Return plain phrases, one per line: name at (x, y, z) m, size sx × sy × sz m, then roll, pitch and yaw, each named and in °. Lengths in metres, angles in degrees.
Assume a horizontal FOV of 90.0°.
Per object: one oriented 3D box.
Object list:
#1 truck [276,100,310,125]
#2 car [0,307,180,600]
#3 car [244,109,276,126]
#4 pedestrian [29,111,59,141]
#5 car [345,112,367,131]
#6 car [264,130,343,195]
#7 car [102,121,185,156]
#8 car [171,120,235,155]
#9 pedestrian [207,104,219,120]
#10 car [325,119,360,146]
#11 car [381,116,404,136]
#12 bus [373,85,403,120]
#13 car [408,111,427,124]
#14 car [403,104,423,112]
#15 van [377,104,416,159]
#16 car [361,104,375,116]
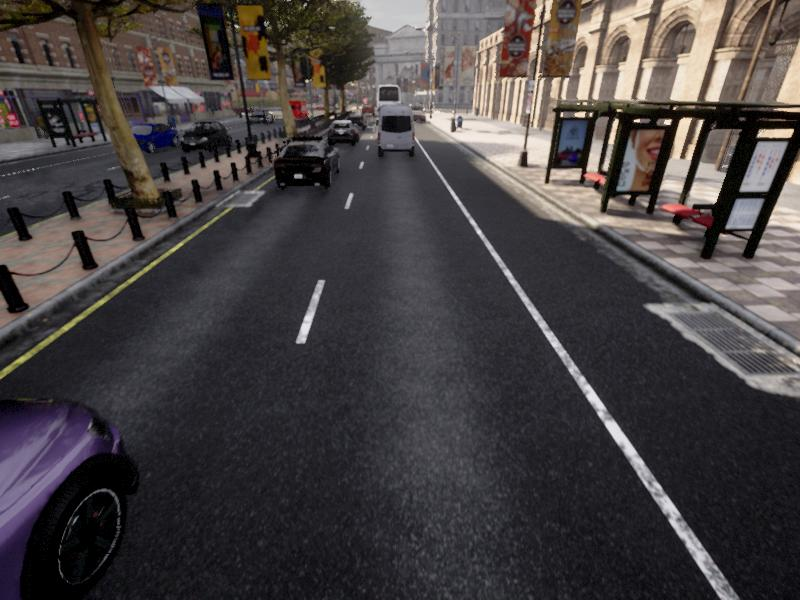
truck at (-12.637, -22.426, 47.741) m, size 2.627 × 2.467 × 5.204 m, roll -1°, pitch 27°, yaw -1°
car at (-2.981, 1.908, 1.141) m, size 2.033 × 1.649 × 4.856 m, roll -1°, pitch 27°, yaw -2°
car at (-16.079, -21.102, 46.179) m, size 2.038 × 1.542 × 4.974 m, roll -1°, pitch 27°, yaw -2°
pedestrian at (-24.880, -12.154, 27.964) m, size 0.751 × 1.860 × 0.751 m, roll -1°, pitch 27°, yaw -2°
car at (-4.362, -18.057, 40.270) m, size 1.837 × 1.490 × 4.892 m, roll -1°, pitch 27°, yaw -2°
car at (-3.499, -5.529, 15.647) m, size 1.930 × 1.638 × 5.238 m, roll -1°, pitch 27°, yaw -2°
car at (-15.302, -9.900, 24.300) m, size 1.882 × 1.535 × 5.008 m, roll -1°, pitch 27°, yaw -2°
car at (-11.802, -9.947, 24.314) m, size 1.851 × 1.617 × 3.988 m, roll -1°, pitch 27°, yaw -2°
pedestrian at (-24.416, -24.604, 52.275) m, size 0.751 × 1.860 × 0.751 m, roll 1°, pitch 27°, yaw 2°
car at (-3.929, -11.719, 27.916) m, size 1.970 × 1.475 × 3.806 m, roll -1°, pitch 27°, yaw -2°
car at (-0.682, -15.389, 35.279) m, size 1.895 × 1.301 × 4.718 m, roll -1°, pitch 27°, yaw -2°
bus at (-1.702, -29.182, 58.973) m, size 3.944 × 4.253 × 10.273 m, roll -1°, pitch 27°, yaw -1°
car at (2.091, -22.281, 48.724) m, size 1.895 × 1.301 × 4.718 m, roll -1°, pitch 27°, yaw -2°
car at (2.576, -39.176, 81.527) m, size 3.806 × 1.475 × 1.970 m, roll -1°, pitch 27°, yaw -3°
van at (-0.271, -10.024, 23.439) m, size 1.988 × 2.561 × 5.915 m, roll -1°, pitch 27°, yaw -2°
car at (-5.338, -32.030, 67.416) m, size 2.152 × 1.651 × 5.027 m, roll -1°, pitch 27°, yaw -1°
